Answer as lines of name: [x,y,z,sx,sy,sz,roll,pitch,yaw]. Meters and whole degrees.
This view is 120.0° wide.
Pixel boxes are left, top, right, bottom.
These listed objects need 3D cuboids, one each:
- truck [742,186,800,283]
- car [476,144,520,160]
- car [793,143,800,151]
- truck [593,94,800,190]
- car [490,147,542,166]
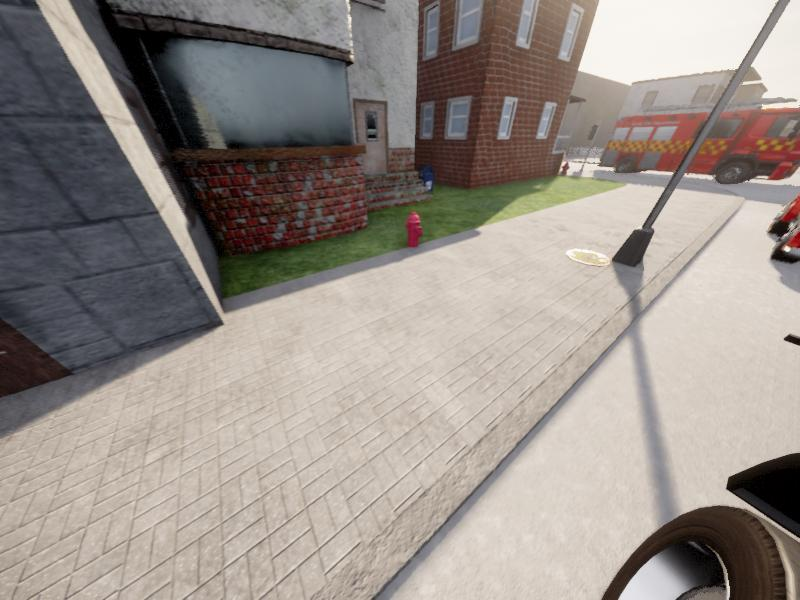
truck: [10.070,-1.932,4.432,5.204,2.467,2.627,-23,41,-27]
car: [12.034,-18.399,28.640,2.007,1.525,4.514,-22,41,-28]
car: [78.421,-28.944,43.546,1.845,1.501,3.633,-3,35,-4]
truck: [18.235,-9.733,14.302,2.891,3.827,8.468,-17,39,-22]
car: [11.635,-14.658,23.467,1.994,1.385,4.181,-22,41,-28]
